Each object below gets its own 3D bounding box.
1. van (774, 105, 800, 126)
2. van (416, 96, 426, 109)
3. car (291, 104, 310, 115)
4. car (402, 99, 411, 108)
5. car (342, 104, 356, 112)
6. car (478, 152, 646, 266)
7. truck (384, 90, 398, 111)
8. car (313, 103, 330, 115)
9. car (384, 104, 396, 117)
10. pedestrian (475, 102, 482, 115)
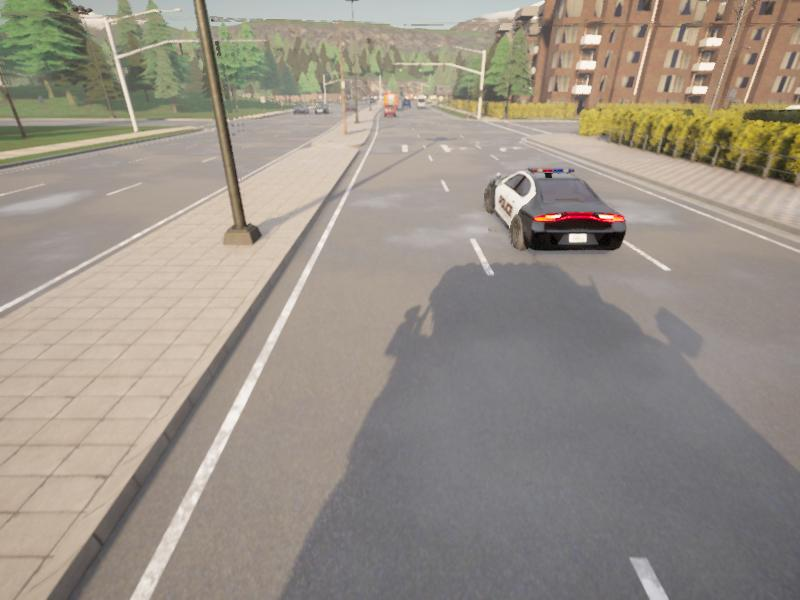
[{"bbox_3d":[45.395,-20.616,44.733,4.480,2.038,2.069,0,27,0],"label":"van"},{"bbox_3d":[5.111,-48.379,97.941,1.988,2.561,5.915,0,27,0],"label":"van"},{"bbox_3d":[-16.681,-32.117,67.303,2.038,1.542,4.974,0,27,-1],"label":"car"},{"bbox_3d":[1.593,-49.199,100.054,2.150,2.045,5.566,0,27,0],"label":"car"},{"bbox_3d":[-9.770,-36.952,76.919,1.994,1.385,4.181,0,27,0],"label":"car"},{"bbox_3d":[3.454,-2.509,9.851,2.038,1.542,4.974,0,27,0],"label":"car"},{"bbox_3d":[-1.805,-41.911,83.923,2.891,3.827,8.468,0,27,0],"label":"truck"},{"bbox_3d":[-13.215,-32.413,67.790,2.033,1.649,4.856,0,27,-1],"label":"car"},{"bbox_3d":[-1.556,-29.355,61.933,1.851,1.617,3.988,-1,27,-1],"label":"car"},{"bbox_3d":[12.025,-29.278,61.196,0.751,1.860,0.751,0,27,-1],"label":"pedestrian"}]
